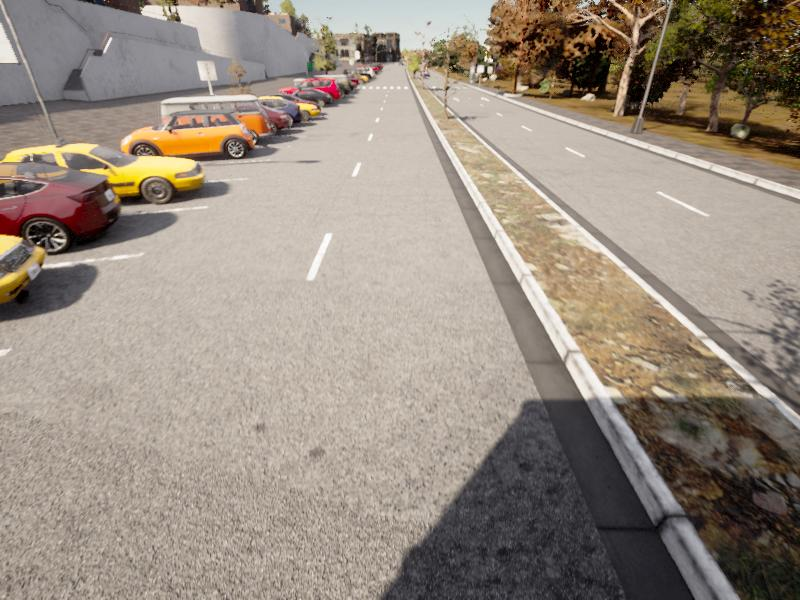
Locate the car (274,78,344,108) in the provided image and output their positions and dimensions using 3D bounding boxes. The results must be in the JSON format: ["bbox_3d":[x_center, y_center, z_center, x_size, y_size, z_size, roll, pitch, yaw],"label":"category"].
[{"bbox_3d":[-8.099,-18.520,35.631,5.566,2.045,2.435,-11,33,-17],"label":"car"}]

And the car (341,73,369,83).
[{"bbox_3d":[-8.076,-39.825,71.750,4.674,1.452,2.002,-11,32,-17],"label":"car"}]

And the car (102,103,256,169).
[{"bbox_3d":[-8.041,-6.293,15.148,4.553,1.767,2.185,-11,32,-17],"label":"car"}]

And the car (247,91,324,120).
[{"bbox_3d":[-8.041,-13.714,28.102,4.792,1.488,2.163,-11,32,-17],"label":"car"}]

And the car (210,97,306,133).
[{"bbox_3d":[-8.095,-10.665,22.938,4.792,1.488,2.163,-11,32,-17],"label":"car"}]

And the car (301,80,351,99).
[{"bbox_3d":[-8.064,-22.910,43.452,4.892,1.521,2.231,-11,33,-17],"label":"car"}]

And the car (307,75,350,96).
[{"bbox_3d":[-8.181,-24.614,45.858,4.442,1.987,1.878,-11,33,-17],"label":"car"}]

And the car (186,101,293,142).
[{"bbox_3d":[-8.063,-9.154,20.379,4.674,1.452,2.002,-11,32,-17],"label":"car"}]

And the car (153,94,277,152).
[{"bbox_3d":[-7.963,-7.903,17.713,4.442,1.987,1.878,-11,31,-17],"label":"car"}]

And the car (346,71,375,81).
[{"bbox_3d":[-7.899,-44.563,79.489,5.366,1.575,1.946,-11,33,-17],"label":"car"}]

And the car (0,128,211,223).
[{"bbox_3d":[-7.894,-3.223,10.097,5.366,1.575,1.946,-11,31,-17],"label":"car"}]

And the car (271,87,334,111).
[{"bbox_3d":[-8.065,-16.749,33.228,4.674,1.452,2.002,-11,33,-17],"label":"car"}]

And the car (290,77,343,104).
[{"bbox_3d":[-7.964,-20.063,38.254,4.442,1.987,1.878,-11,32,-17],"label":"car"}]

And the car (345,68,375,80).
[{"bbox_3d":[-8.100,-46.297,81.860,5.566,2.045,2.435,-11,33,-17],"label":"car"}]

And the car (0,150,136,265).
[{"bbox_3d":[-8.094,-1.658,7.465,4.792,1.488,2.163,-11,32,-17],"label":"car"}]

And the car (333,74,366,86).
[{"bbox_3d":[-8.045,-35.203,64.031,4.792,1.488,2.163,-11,32,-17],"label":"car"}]

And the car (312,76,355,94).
[{"bbox_3d":[-8.042,-26.089,48.512,4.553,1.767,2.185,-11,33,-17],"label":"car"}]

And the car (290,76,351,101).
[{"bbox_3d":[-8.048,-21.601,40.775,5.566,2.045,2.435,-11,32,-17],"label":"car"}]

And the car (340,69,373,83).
[{"bbox_3d":[-8.049,-41.631,74.187,5.566,2.045,2.435,-11,32,-17],"label":"car"}]

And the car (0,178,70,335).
[{"bbox_3d":[-7.895,-0.233,4.934,5.366,1.575,1.946,-11,31,-17],"label":"car"}]

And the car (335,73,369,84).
[{"bbox_3d":[-8.243,-38.275,69.096,5.366,1.575,1.946,-11,33,-17],"label":"car"}]

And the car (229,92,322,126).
[{"bbox_3d":[-7.897,-12.255,25.564,5.366,1.575,1.946,-11,32,-17],"label":"car"}]

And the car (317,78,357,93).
[{"bbox_3d":[-8.066,-27.474,51.147,4.674,1.452,2.002,-11,33,-17],"label":"car"}]

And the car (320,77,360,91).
[{"bbox_3d":[-8.045,-29.034,53.731,4.792,1.488,2.163,-11,32,-17],"label":"car"}]
